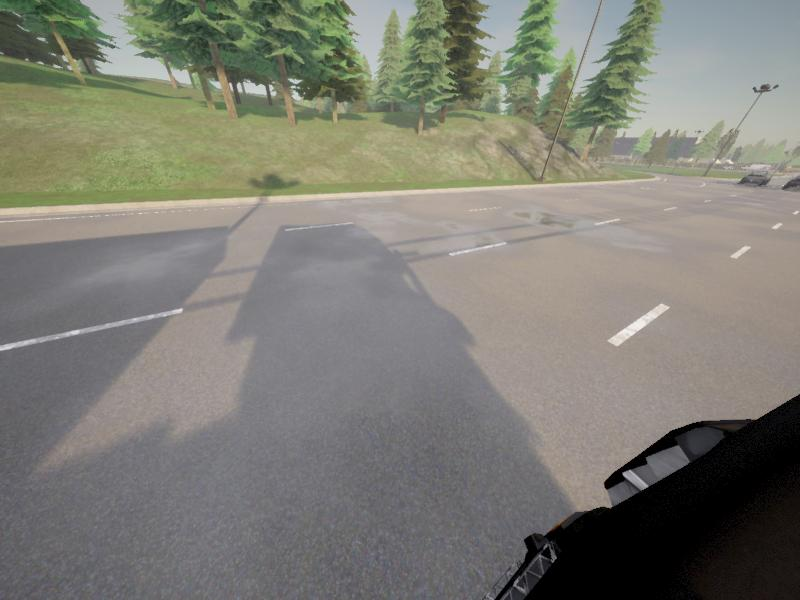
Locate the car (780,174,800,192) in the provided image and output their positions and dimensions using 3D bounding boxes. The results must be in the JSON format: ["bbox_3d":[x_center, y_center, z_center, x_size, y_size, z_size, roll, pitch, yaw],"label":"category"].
[{"bbox_3d":[45.524,-13.227,26.055,4.892,1.490,1.837,-16,38,-26],"label":"car"}]

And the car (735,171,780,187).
[{"bbox_3d":[45.352,-15.422,29.332,4.902,1.511,2.128,-16,38,-26],"label":"car"}]
